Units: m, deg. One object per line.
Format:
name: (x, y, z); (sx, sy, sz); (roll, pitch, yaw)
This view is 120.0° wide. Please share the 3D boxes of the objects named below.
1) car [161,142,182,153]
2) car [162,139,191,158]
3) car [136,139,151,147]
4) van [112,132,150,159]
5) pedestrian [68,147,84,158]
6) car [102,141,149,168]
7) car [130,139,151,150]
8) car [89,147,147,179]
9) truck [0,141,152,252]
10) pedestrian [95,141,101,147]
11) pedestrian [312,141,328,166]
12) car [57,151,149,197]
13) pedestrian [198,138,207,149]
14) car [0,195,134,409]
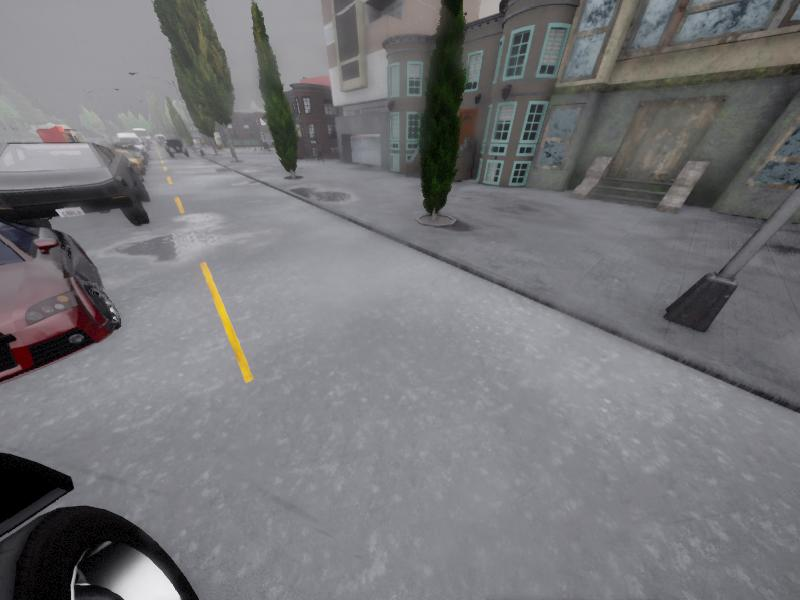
car: (-38.189, -25.551, 38.616); (1.970, 1.475, 3.806); (-27, 43, -33)
car: (-29.107, -19.725, 30.043); (1.905, 1.878, 3.866); (-27, 42, -33)
car: (-67.628, -41.587, 61.006); (2.033, 1.649, 4.856); (-27, 43, -33)
van: (-33.506, -19.389, 28.983); (1.988, 2.561, 5.915); (-27, 43, -33)
pedestrian: (-36.882, -16.786, 26.290); (0.500, 1.100, 0.500); (12, 37, 16)
car: (-24.811, -13.375, 21.083); (1.932, 1.855, 4.605); (-27, 43, -33)
car: (-50.980, -30.638, 45.469); (2.097, 1.767, 4.553); (-27, 43, -33)
car: (-19.616, -9.819, 16.334); (1.801, 1.575, 5.366); (-27, 43, -33)
truck: (-10.218, -3.817, 7.436); (2.390, 2.098, 6.274); (-27, 43, -33)
pedestrian: (-72.384, -37.462, 55.379); (0.500, 1.100, 0.500); (-29, 44, -35)
pedestrian: (-7.155, -13.067, 20.586); (0.751, 1.860, 0.751); (-30, 45, -35)
car: (-15.010, -6.744, 12.064); (2.128, 1.511, 4.902); (-27, 43, -33)
pedestrian: (-40.821, -32.389, 47.738); (0.751, 1.860, 0.751); (-29, 45, -35)
car: (-5.671, -0.215, 3.015); (4.181, 1.385, 1.994); (25, 41, 31)
